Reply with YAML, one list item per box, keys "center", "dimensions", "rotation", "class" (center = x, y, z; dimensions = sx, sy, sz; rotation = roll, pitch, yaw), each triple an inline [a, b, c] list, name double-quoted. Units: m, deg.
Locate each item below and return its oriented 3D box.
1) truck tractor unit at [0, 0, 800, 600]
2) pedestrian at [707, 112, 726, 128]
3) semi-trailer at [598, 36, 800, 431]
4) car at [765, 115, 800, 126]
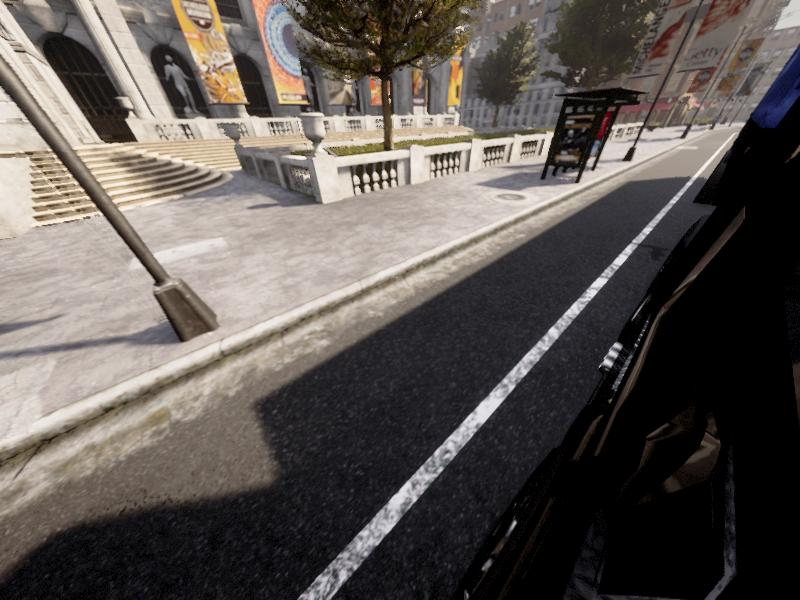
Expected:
- center: [2.645, -0.295, 0.351]
  dimensions: [6.516, 4.208, 3.053]
  rotation: [-28, 44, -30]
  class: "truck tractor unit"
- center: [47.952, -27.206, 34.996]
  dimensions: [0.751, 1.860, 0.751]
  rotation: [-21, 41, -23]
  class: "pedestrian"
- center: [8.659, -3.638, 4.257]
  dimensions: [14.254, 4.402, 2.717]
  rotation: [-29, 44, -30]
  class: "semi-trailer"
- center: [60.856, -28.051, 36.048]
  dimensions: [4.718, 1.301, 1.895]
  rotation: [-8, 37, -7]
  class: "car"
